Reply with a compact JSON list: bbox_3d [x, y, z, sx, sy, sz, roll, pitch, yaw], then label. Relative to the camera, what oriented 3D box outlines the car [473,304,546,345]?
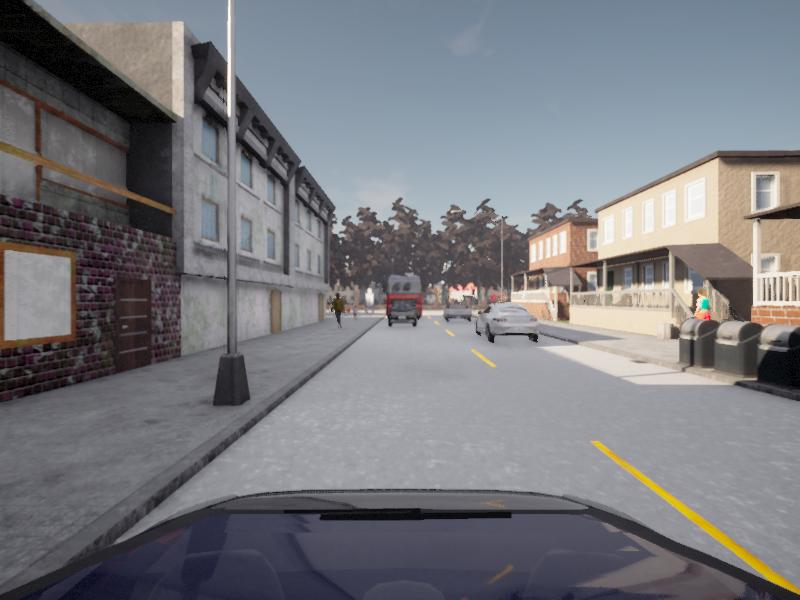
[{"bbox_3d":[4.254,0.869,16.352,1.812,1.442,4.674,0,0,2],"label":"car"}]

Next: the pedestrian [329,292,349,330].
[{"bbox_3d":[-3.033,0.532,19.829,0.751,1.860,0.751,0,0,12],"label":"pedestrian"}]

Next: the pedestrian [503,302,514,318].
[{"bbox_3d":[8.897,0.802,32.765,0.751,1.300,0.751,0,0,28],"label":"pedestrian"}]

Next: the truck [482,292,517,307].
[{"bbox_3d":[25.610,-0.114,103.177,8.468,3.827,2.891,0,0,1],"label":"truck"}]

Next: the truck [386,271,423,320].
[{"bbox_3d":[0.330,-0.322,35.357,2.891,3.827,8.468,0,0,0],"label":"truck"}]

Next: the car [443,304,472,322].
[{"bbox_3d":[4.384,0.941,31.014,1.895,1.301,4.718,0,0,4],"label":"car"}]

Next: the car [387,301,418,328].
[{"bbox_3d":[0.143,0.814,24.825,1.789,1.549,3.705,0,0,0],"label":"car"}]

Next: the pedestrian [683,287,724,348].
[{"bbox_3d":[9.525,0.532,12.578,0.751,1.860,0.751,0,0,3],"label":"pedestrian"}]

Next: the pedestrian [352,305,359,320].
[{"bbox_3d":[-3.279,0.911,29.437,0.500,1.100,0.500,0,0,-15],"label":"pedestrian"}]
